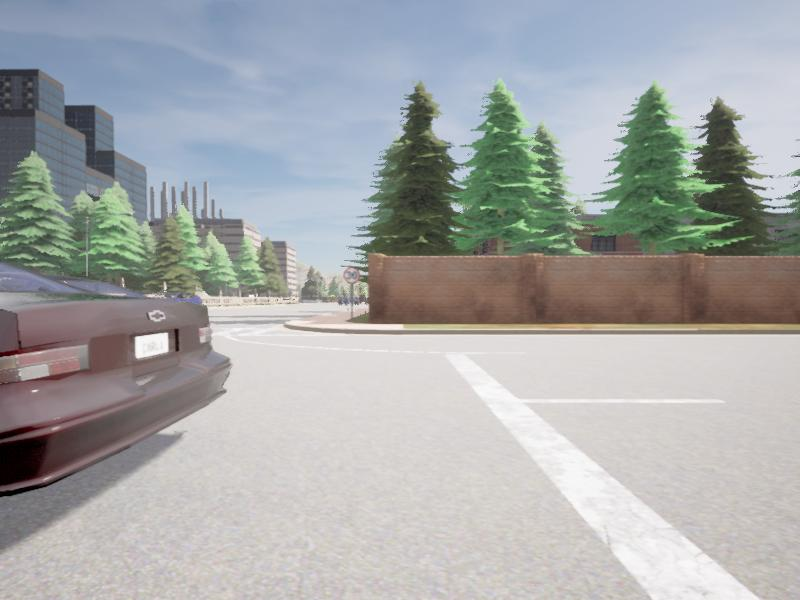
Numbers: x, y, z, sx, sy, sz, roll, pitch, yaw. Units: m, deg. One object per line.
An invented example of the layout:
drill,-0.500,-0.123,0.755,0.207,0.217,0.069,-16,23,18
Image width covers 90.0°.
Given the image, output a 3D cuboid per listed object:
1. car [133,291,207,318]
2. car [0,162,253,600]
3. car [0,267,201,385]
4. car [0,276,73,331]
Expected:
car,-14.142,0.239,24.950,2.007,1.525,4.514,0,0,0
car,-3.862,0.298,2.204,5.357,1.411,2.033,0,0,0
car,-5.424,0.311,5.718,4.181,1.385,1.994,0,0,0
car,-13.999,0.105,13.634,2.097,1.767,4.553,0,0,-2
